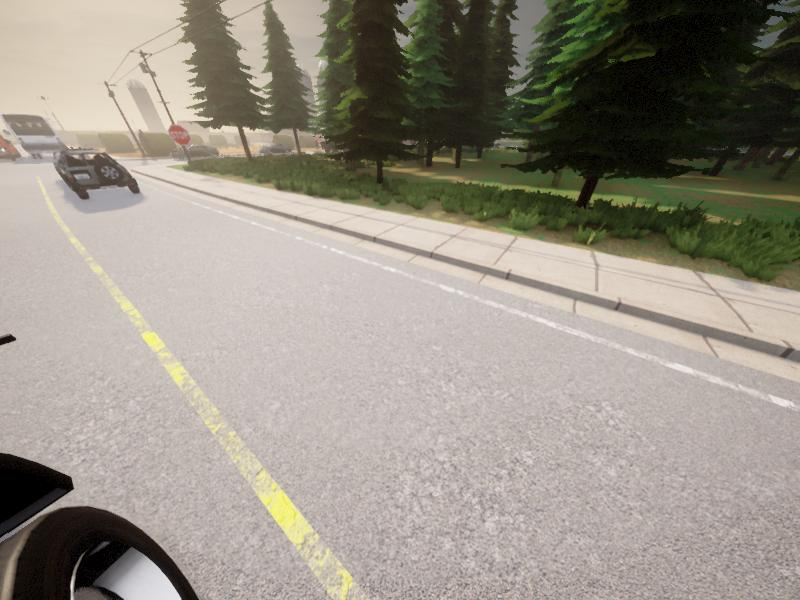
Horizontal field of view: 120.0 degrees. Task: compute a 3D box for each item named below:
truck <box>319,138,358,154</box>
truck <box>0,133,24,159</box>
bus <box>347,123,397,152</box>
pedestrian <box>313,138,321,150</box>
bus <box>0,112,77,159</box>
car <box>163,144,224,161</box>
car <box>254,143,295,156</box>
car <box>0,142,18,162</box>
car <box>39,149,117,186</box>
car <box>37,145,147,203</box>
[{"bbox_3d":[-10.476,-26.734,40.032,2.390,2.098,6.274,21,40,27],"label":"truck"},{"bbox_3d":[-48.470,-18.475,27.662,5.204,2.467,2.627,23,41,29],"label":"truck"},{"bbox_3d":[-5.174,-32.258,46.043,3.944,4.253,10.273,21,40,27],"label":"bus"},{"bbox_3d":[-16.460,-30.881,45.760,0.751,1.860,0.751,16,38,21],"label":"pedestrian"},{"bbox_3d":[-45.873,-20.512,29.024,10.273,4.253,3.944,23,41,29],"label":"bus"},{"bbox_3d":[-24.771,-17.908,27.912,2.128,1.511,4.902,21,40,27],"label":"car"},{"bbox_3d":[-18.927,-22.895,35.034,2.128,1.511,4.902,21,40,27],"label":"car"},{"bbox_3d":[-42.941,-15.726,24.545,3.988,1.617,1.851,23,41,29],"label":"car"},{"bbox_3d":[-19.326,-8.060,13.890,4.514,1.525,2.007,25,42,31],"label":"car"},{"bbox_3d":[-14.101,-5.924,10.588,4.605,1.855,1.932,23,41,29],"label":"car"}]
